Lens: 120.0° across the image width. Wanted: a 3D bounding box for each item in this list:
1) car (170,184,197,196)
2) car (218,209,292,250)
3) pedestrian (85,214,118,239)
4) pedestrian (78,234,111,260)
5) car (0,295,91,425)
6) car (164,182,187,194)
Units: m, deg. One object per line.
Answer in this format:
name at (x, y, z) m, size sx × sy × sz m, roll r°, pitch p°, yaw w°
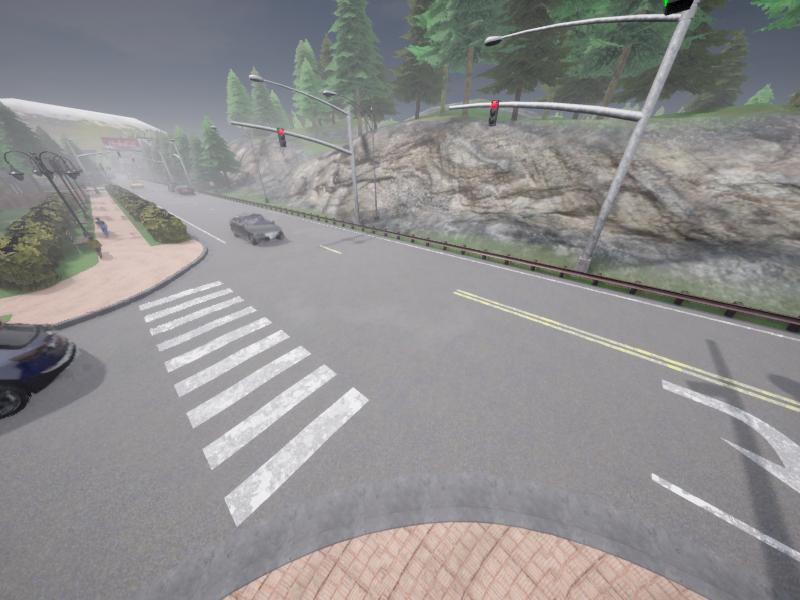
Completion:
car at (-36.151, -18.362, 38.536) m, size 4.792 × 1.488 × 2.163 m, roll 23°, pitch 37°, yaw 34°
car at (-9.349, -4.703, 14.849) m, size 4.902 × 1.511 × 2.128 m, roll 23°, pitch 37°, yaw 34°
pedestrian at (-18.976, -4.708, 14.715) m, size 0.751 × 1.300 × 0.751 m, roll -23°, pitch 37°, yaw -34°
pedestrian at (-14.798, -2.570, 11.213) m, size 0.500 × 1.100 × 0.500 m, roll -24°, pitch 38°, yaw -35°
car at (-9.283, 1.835, 3.744) m, size 2.033 × 1.649 × 4.856 m, roll 23°, pitch 37°, yaw 34°
car at (-40.749, -20.336, 41.907) m, size 3.988 × 1.617 × 1.851 m, roll 23°, pitch 37°, yaw 34°
